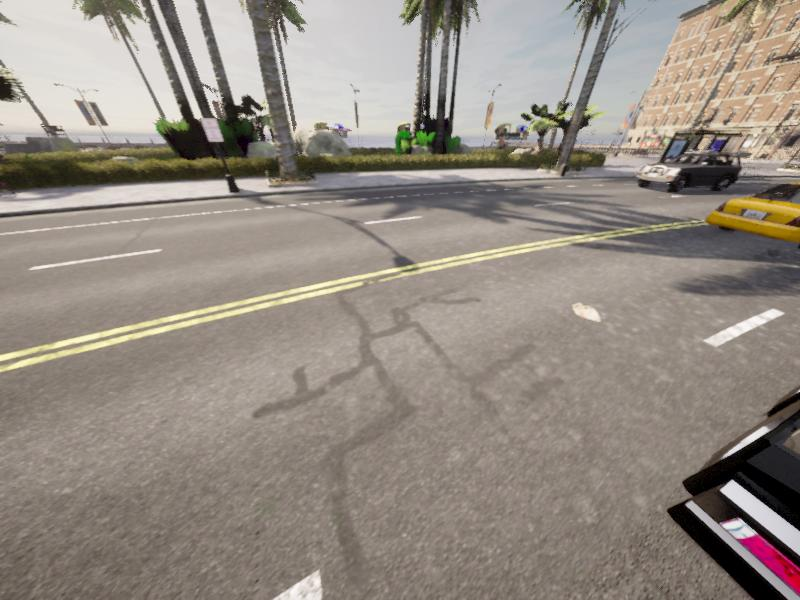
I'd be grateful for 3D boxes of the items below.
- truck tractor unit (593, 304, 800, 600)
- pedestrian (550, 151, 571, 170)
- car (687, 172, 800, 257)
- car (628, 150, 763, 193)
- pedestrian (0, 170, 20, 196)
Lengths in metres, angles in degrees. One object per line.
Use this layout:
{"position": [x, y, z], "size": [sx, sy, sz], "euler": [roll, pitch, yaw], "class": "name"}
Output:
{"position": [5.227, -0.162, 0.593], "size": [6.516, 4.208, 3.053], "euler": [-13, 37, -18], "class": "truck tractor unit"}
{"position": [13.504, -11.776, 19.501], "size": [0.751, 1.300, 0.751], "euler": [-7, 36, -11], "class": "pedestrian"}
{"position": [11.510, -2.479, 6.285], "size": [5.366, 1.575, 1.801], "euler": [-6, 36, -10], "class": "car"}
{"position": [15.818, -7.040, 12.588], "size": [4.605, 1.855, 1.932], "euler": [-5, 35, -8], "class": "car"}
{"position": [-16.606, -4.883, 9.454], "size": [0.500, 1.100, 0.500], "euler": [-20, 40, -26], "class": "pedestrian"}
